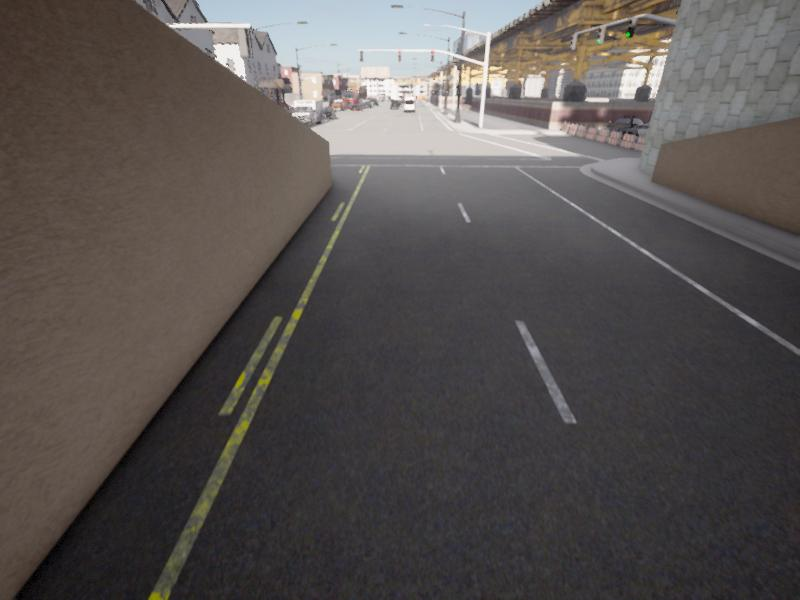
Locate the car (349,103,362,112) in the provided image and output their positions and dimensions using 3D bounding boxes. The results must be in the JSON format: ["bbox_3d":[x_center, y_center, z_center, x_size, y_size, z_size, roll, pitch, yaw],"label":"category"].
[{"bbox_3d":[-8.608,-37.497,77.973,1.994,1.385,4.181,1,27,2],"label":"car"}]

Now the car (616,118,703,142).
[{"bbox_3d":[17.713,-11.764,27.537,1.853,1.218,4.536,-17,32,-30],"label":"car"}]

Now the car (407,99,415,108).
[{"bbox_3d":[2.718,-48.784,99.425,1.905,1.878,3.866,1,27,2],"label":"car"}]

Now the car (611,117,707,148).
[{"bbox_3d":[17.683,-11.644,27.647,2.038,1.542,4.974,-17,32,-30],"label":"car"}]

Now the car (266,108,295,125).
[{"bbox_3d":[-13.360,-20.699,45.019,1.851,1.617,3.988,1,27,2],"label":"car"}]

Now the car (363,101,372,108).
[{"bbox_3d":[-7.874,-47.491,97.273,1.837,1.490,4.892,1,27,2],"label":"car"}]

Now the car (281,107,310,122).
[{"bbox_3d":[-13.141,-23.487,50.547,2.128,1.511,4.902,1,27,2],"label":"car"}]

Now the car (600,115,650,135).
[{"bbox_3d":[17.864,-13.906,31.703,4.536,1.218,1.853,-24,36,-39],"label":"car"}]

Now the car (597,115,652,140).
[{"bbox_3d":[17.827,-13.750,31.743,4.974,1.542,2.038,-24,36,-39],"label":"car"}]

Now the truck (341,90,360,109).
[{"bbox_3d":[-11.490,-47.025,93.798,2.891,3.827,8.468,1,27,2],"label":"truck"}]

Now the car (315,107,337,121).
[{"bbox_3d":[-9.575,-24.419,52.403,1.837,1.490,4.892,1,27,2],"label":"car"}]

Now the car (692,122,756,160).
[{"bbox_3d":[18.292,-9.176,22.854,2.038,1.542,4.974,15,31,27],"label":"car"}]

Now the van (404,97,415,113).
[{"bbox_3d":[1.872,-37.483,76.738,1.988,2.561,5.915,1,27,2],"label":"van"}]

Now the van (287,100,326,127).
[{"bbox_3d":[-9.925,-20.161,43.100,2.351,2.431,6.366,1,27,2],"label":"van"}]

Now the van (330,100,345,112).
[{"bbox_3d":[-12.110,-37.823,77.855,2.069,2.038,4.480,1,27,2],"label":"van"}]

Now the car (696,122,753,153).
[{"bbox_3d":[18.318,-9.337,22.822,1.853,1.218,4.536,15,31,27],"label":"car"}]
